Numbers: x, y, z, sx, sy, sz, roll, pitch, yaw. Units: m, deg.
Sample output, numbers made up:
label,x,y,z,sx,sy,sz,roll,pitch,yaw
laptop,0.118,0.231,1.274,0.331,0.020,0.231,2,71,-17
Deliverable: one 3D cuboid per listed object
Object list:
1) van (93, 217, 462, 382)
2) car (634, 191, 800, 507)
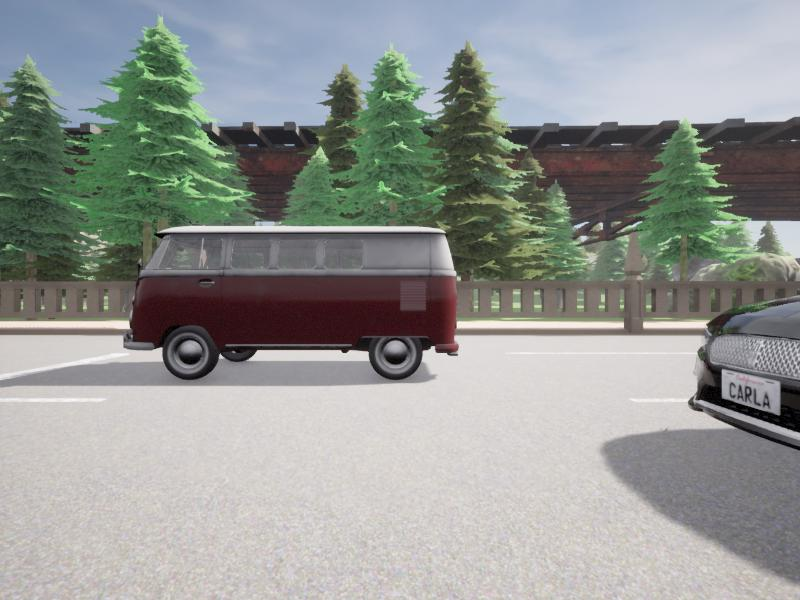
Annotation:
label,x,y,z,sx,sy,sz,roll,pitch,yaw
van,-1.470,-0.002,5.700,4.442,1.987,1.775,0,0,0
car,4.363,0.237,2.200,4.902,1.511,2.128,0,0,0
